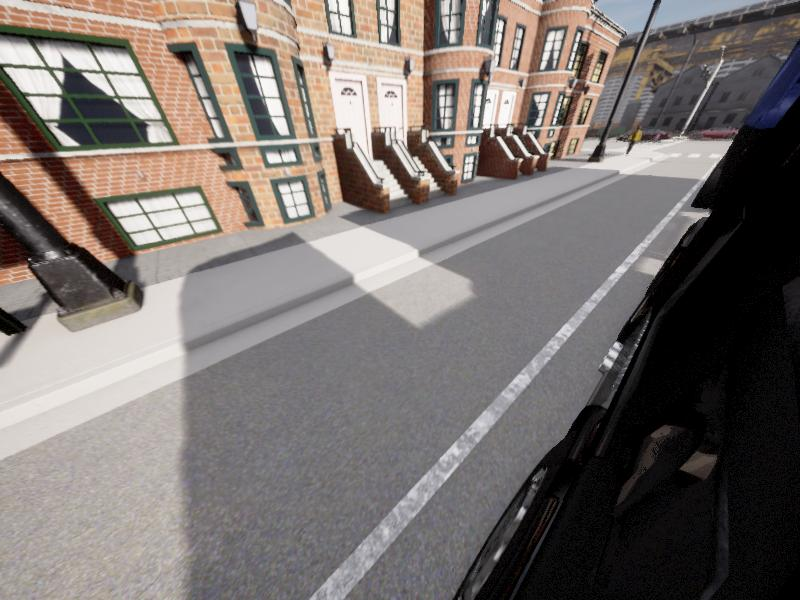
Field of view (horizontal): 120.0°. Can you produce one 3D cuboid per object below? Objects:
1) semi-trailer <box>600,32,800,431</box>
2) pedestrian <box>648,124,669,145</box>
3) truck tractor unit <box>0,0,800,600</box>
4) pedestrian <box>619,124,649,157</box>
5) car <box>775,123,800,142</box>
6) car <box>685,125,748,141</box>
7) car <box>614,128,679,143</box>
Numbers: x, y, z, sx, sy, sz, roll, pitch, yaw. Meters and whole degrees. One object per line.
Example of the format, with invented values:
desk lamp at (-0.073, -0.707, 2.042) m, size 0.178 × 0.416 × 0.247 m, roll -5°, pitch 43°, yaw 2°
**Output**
semi-trailer at (8.665, -3.579, 4.332) m, size 14.254 × 4.402 × 2.717 m, roll -28°, pitch 43°, yaw -31°
pedestrian at (28.597, -18.309, 25.562) m, size 0.751 × 1.860 × 0.751 m, roll -27°, pitch 42°, yaw -30°
truck tractor unit at (2.645, -0.295, 0.351) m, size 6.516 × 4.208 × 3.053 m, roll -28°, pitch 44°, yaw -30°
pedestrian at (16.305, -11.096, 16.114) m, size 0.751 × 1.860 × 0.751 m, roll 29°, pitch 46°, yaw 36°
car at (39.691, -15.641, 21.513) m, size 1.837 × 1.490 × 4.892 m, roll -27°, pitch 43°, yaw -30°
car at (37.929, -20.036, 27.812) m, size 1.994 × 1.385 × 4.181 m, roll -27°, pitch 42°, yaw -30°
car at (31.545, -21.185, 29.792) m, size 2.033 × 1.411 × 5.357 m, roll -27°, pitch 42°, yaw -30°
